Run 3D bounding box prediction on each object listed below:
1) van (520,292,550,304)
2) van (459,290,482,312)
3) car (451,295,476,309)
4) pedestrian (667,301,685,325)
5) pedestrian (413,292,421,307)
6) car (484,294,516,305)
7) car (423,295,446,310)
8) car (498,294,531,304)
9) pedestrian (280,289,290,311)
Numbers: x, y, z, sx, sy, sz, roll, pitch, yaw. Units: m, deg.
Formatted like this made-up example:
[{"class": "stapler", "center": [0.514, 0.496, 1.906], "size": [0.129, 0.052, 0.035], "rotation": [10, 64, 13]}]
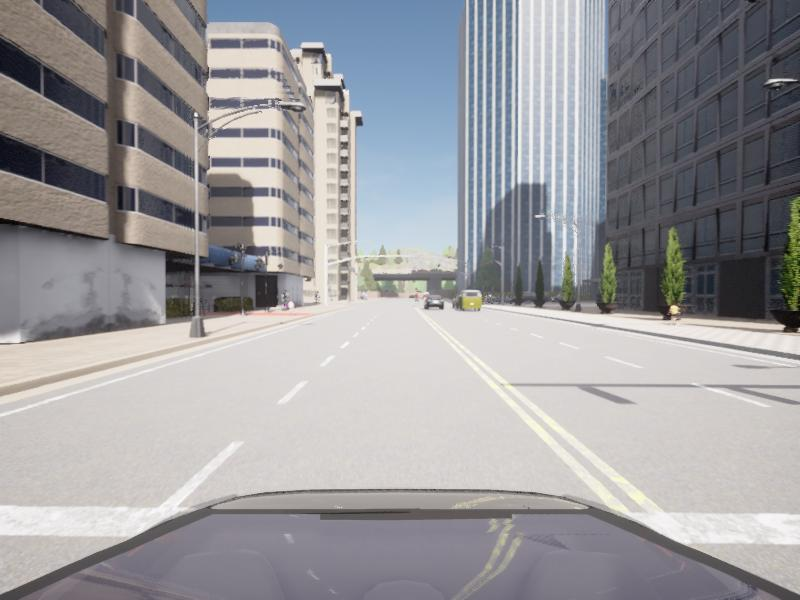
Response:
[{"class": "van", "center": [22.567, -0.333, 66.894], "size": [4.442, 1.987, 1.775], "rotation": [0, 1, 0]}, {"class": "van", "center": [6.732, 0.055, 38.626], "size": [1.775, 1.987, 4.442], "rotation": [0, 1, 4]}, {"class": "car", "center": [7.062, 0.195, 44.827], "size": [2.007, 1.525, 4.514], "rotation": [0, 1, 0]}, {"class": "pedestrian", "center": [13.017, 0.618, 18.894], "size": [0.500, 1.100, 0.500], "rotation": [0, 1, -1]}, {"class": "pedestrian", "center": [2.167, -0.093, 50.998], "size": [0.751, 1.860, 0.751], "rotation": [0, 1, -19]}, {"class": "car", "center": [15.808, -0.134, 63.373], "size": [4.611, 1.667, 2.242], "rotation": [0, 1, 3]}, {"class": "car", "center": [3.557, 0.233, 41.856], "size": [2.007, 1.525, 4.514], "rotation": [0, 1, 0]}, {"class": "car", "center": [20.130, -0.214, 70.375], "size": [5.238, 1.638, 1.930], "rotation": [0, 1, -1]}, {"class": "pedestrian", "center": [-9.912, -0.024, 34.491], "size": [0.751, 1.860, 0.751], "rotation": [0, 1, -5]}]
